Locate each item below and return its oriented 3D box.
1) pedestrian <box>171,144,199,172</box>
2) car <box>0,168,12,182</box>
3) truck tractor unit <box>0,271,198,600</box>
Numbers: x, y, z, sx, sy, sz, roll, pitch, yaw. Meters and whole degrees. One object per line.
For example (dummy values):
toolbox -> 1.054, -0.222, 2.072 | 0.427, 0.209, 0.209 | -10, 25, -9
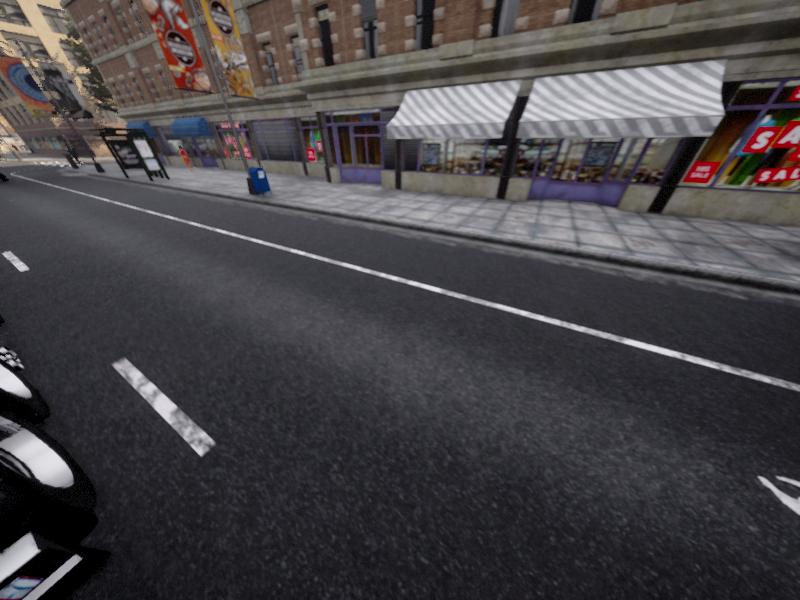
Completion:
pedestrian -> -17.506, -11.549, 18.824 | 0.751, 1.860, 0.751 | 14, 37, 20
car -> -29.777, -9.139, 16.131 | 4.193, 1.474, 1.816 | 17, 39, 24
truck tractor unit -> -5.125, -0.286, 0.767 | 6.516, 4.208, 3.053 | 18, 39, 24
